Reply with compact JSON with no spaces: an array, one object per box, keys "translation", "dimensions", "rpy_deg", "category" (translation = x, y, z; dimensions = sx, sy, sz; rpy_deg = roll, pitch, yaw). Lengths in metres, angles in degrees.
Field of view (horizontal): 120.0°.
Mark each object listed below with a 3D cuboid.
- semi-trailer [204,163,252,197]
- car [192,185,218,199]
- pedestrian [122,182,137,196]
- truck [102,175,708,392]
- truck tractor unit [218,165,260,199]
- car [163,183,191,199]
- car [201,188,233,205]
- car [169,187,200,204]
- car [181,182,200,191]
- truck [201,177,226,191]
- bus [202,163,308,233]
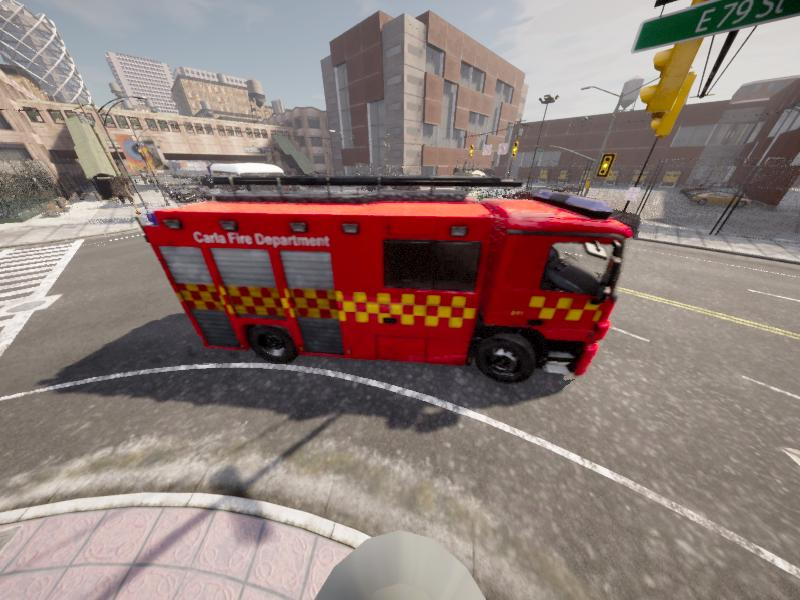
[{"translation":[-29.581,-20.716,39.466],"dimensions":[2.717,4.402,14.254],"rpy_deg":[-26,39,-37],"category":"semi-trailer"},{"translation":[-29.928,-16.606,35.375],"dimensions":[2.033,1.411,5.357],"rpy_deg":[-26,39,-37],"category":"car"},{"translation":[-40.603,-16.695,34.709],"dimensions":[0.751,1.860,0.751],"rpy_deg":[25,38,36],"category":"pedestrian"},{"translation":[-0.279,-0.710,5.409],"dimensions":[8.468,3.827,2.891],"rpy_deg":[3,30,5],"category":"truck"},{"translation":[-24.110,-17.779,34.566],"dimensions":[3.053,4.208,6.516],"rpy_deg":[-24,37,-35],"category":"truck tractor unit"},{"translation":[-33.366,-16.355,34.546],"dimensions":[2.185,1.767,4.553],"rpy_deg":[-27,39,-38],"category":"car"},{"translation":[-23.760,-13.524,29.948],"dimensions":[2.163,1.488,4.792],"rpy_deg":[-26,39,-37],"category":"car"},{"translation":[-28.751,-14.010,30.735],"dimensions":[2.097,1.535,5.008],"rpy_deg":[-27,39,-38],"category":"car"},{"translation":[-40.734,-22.046,44.893],"dimensions":[1.895,1.301,4.718],"rpy_deg":[-26,39,-37],"category":"car"},{"translation":[-37.164,-23.050,45.879],"dimensions":[2.390,2.098,6.274],"rpy_deg":[-26,39,-37],"category":"truck"},{"translation":[-12.399,-9.062,19.442],"dimensions":[3.944,4.253,10.273],"rpy_deg":[-26,40,-37],"category":"bus"}]
